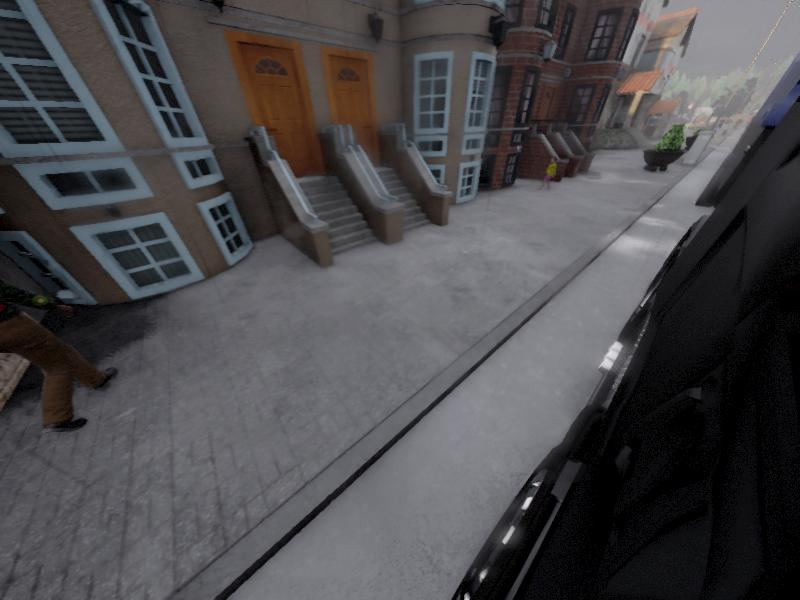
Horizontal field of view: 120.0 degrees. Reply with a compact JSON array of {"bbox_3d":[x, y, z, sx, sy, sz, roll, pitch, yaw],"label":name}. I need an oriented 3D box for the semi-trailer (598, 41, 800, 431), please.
[{"bbox_3d":[8.703,-3.568,4.272,14.254,4.402,2.717,-28,44,-30],"label":"semi-trailer"}]

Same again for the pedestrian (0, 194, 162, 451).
[{"bbox_3d":[-2.987,0.201,1.700,0.751,1.860,0.751,-11,37,-12],"label":"pedestrian"}]

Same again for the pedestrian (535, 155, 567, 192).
[{"bbox_3d":[5.444,-4.566,8.365,0.500,1.100,0.500,1,37,4],"label":"pedestrian"}]

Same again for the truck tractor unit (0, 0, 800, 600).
[{"bbox_3d":[2.645,-0.295,0.351,6.516,4.208,3.053,-28,44,-30],"label":"truck tractor unit"}]
